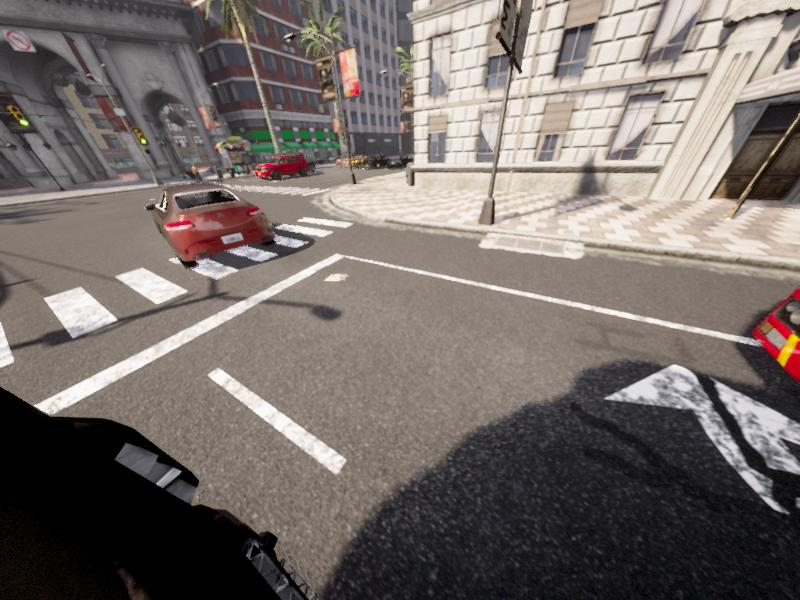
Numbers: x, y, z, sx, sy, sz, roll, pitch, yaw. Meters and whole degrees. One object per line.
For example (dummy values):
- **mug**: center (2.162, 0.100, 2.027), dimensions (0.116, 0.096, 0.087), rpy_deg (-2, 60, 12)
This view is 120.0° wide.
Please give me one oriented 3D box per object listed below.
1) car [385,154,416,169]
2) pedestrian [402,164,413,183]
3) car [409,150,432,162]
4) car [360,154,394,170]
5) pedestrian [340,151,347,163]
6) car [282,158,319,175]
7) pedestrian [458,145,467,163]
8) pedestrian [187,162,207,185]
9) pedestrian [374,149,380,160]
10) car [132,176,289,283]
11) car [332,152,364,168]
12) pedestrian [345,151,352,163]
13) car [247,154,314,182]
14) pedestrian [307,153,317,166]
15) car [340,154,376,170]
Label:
- **car**: center (0.141, -17.592, 29.320), dimensions (1.994, 1.385, 4.181), rpy_deg (16, 38, 26)
- **pedestrian**: center (0.514, -8.345, 15.239), dimensions (0.500, 1.100, 0.500), rpy_deg (16, 38, 27)
- **car**: center (3.503, -24.334, 39.016), dimensions (1.851, 1.617, 3.988), rpy_deg (20, 40, 31)
- **car**: center (-2.954, -18.433, 30.737), dimensions (1.837, 1.490, 4.892), rpy_deg (16, 38, 26)
- **pedestrian**: center (-11.052, -27.999, 45.212), dimensions (0.751, 1.860, 0.751), rpy_deg (19, 39, 29)
- **car**: center (-12.443, -16.841, 29.058), dimensions (1.789, 1.549, 3.705), rpy_deg (16, 38, 26)
- **pedestrian**: center (7.741, -18.029, 28.585), dimensions (0.751, 1.860, 0.751), rpy_deg (8, 35, 17)
- **pedestrian**: center (-19.451, -12.109, 22.171), dimensions (0.751, 1.860, 0.751), rpy_deg (-24, 39, -29)
- **pedestrian**: center (-5.025, -31.539, 50.061), dimensions (0.751, 1.860, 0.751), rpy_deg (24, 42, 34)
- **car**: center (-5.571, -2.405, 6.613), dimensions (5.027, 1.651, 2.152), rpy_deg (26, 44, 37)
- **car**: center (-7.797, -21.432, 35.399), dimensions (2.097, 1.767, 4.553), rpy_deg (16, 38, 27)
- **pedestrian**: center (-9.956, -27.808, 44.832), dimensions (0.751, 1.860, 0.751), rpy_deg (-17, 36, -20)
- **car**: center (-12.022, -13.663, 23.782), dimensions (2.150, 2.045, 5.566), rpy_deg (16, 38, 26)
- **pedestrian**: center (-14.803, -23.611, 38.892), dimensions (0.751, 1.860, 0.751), rpy_deg (10, 36, 18)
- **car**: center (-5.797, -19.486, 32.484), dimensions (1.801, 1.575, 5.366), rpy_deg (16, 38, 27)
